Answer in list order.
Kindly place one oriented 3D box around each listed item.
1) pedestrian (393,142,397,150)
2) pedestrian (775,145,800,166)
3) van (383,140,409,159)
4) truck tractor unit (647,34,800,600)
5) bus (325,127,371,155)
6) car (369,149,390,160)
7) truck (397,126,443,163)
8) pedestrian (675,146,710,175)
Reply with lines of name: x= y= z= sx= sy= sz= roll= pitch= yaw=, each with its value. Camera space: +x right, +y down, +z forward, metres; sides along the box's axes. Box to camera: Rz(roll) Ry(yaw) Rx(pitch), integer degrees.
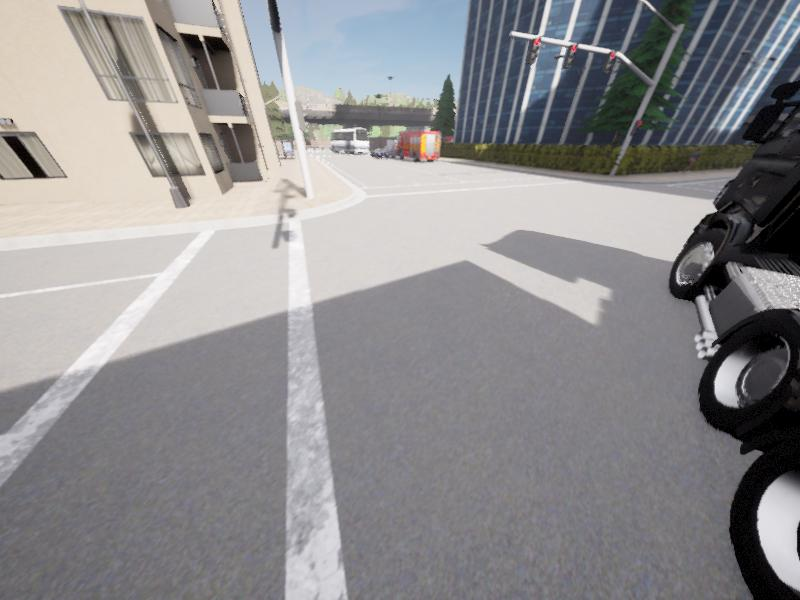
pedestrian: x=-1.417 y=-42.015 z=63.163 sx=0.751 sy=1.860 sz=0.751 roll=-18 pitch=38 yaw=-24
pedestrian: x=41.401 y=-15.345 z=24.575 sx=0.751 sy=1.860 sz=0.751 roll=-20 pitch=39 yaw=-26
van: x=-0.752 y=-25.624 z=39.219 sx=2.351 sy=2.431 sz=6.366 roll=-12 pitch=36 yaw=-17
truck tractor unit: x=4.686 y=-0.589 z=1.207 sx=3.053 sy=4.208 sz=6.516 roll=26 pitch=42 yaw=32
bus: x=-10.758 y=-32.576 z=47.587 sx=3.944 sy=4.253 sz=10.273 roll=-26 pitch=42 yaw=-35
car: x=-3.325 y=-23.408 z=36.985 sx=1.895 sy=1.301 sz=4.718 roll=-12 pitch=36 yaw=-17
truck: x=2.385 y=-21.505 z=32.001 sx=2.891 sy=3.827 sz=8.468 roll=-12 pitch=36 yaw=-17
pedestrian: x=23.006 y=-10.988 z=18.178 sx=0.751 sy=1.860 sz=0.751 roll=-12 pitch=36 yaw=-17
